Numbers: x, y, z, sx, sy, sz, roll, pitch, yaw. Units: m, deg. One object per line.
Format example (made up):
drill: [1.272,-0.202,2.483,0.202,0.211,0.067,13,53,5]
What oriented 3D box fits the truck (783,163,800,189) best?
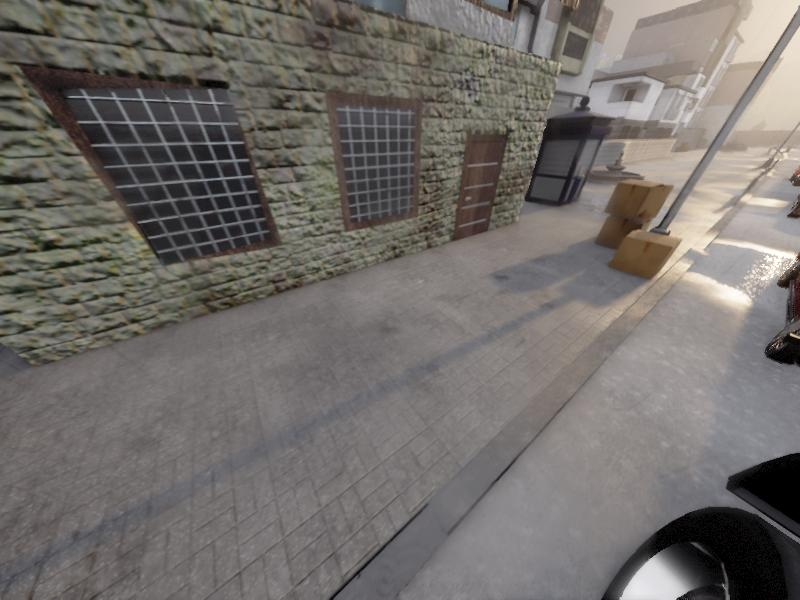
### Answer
truck: [23.083,-7.186,11.823,5.204,2.467,2.627,-21,40,-28]

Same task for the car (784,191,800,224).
car: [14.557,-3.293,7.296,4.181,1.385,1.994,-22,41,-28]

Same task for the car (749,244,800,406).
car: [6.376,0.055,2.676,4.718,1.301,1.895,-22,41,-28]
